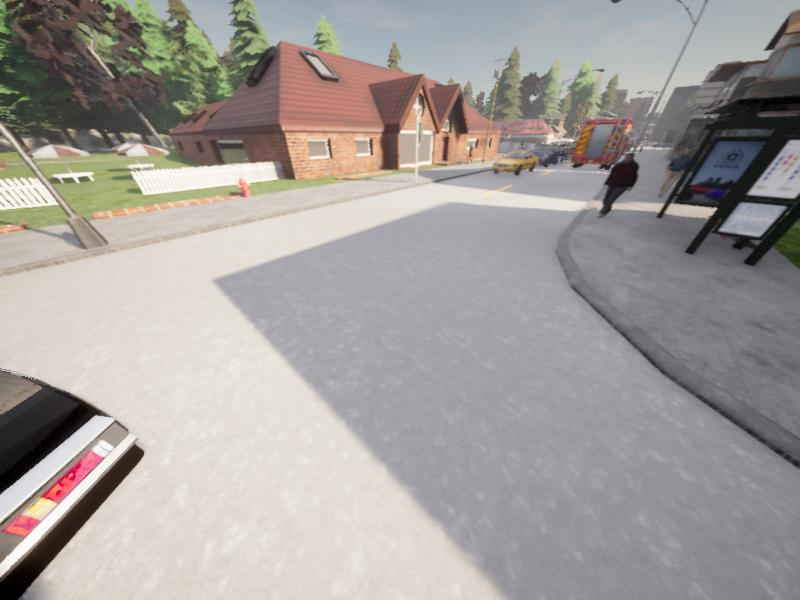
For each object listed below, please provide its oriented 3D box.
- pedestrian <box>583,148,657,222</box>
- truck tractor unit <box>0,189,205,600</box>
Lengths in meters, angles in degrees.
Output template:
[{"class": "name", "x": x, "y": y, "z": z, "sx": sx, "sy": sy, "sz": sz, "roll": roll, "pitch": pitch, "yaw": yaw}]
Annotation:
[{"class": "pedestrian", "x": 6.531, "y": -3.461, "z": 6.957, "sx": 0.751, "sy": 1.860, "sz": 0.751, "roll": -20, "pitch": 40, "yaw": -26}, {"class": "truck tractor unit", "x": -5.361, "y": 0.156, "z": 0.133, "sx": 6.516, "sy": 4.208, "sz": 3.053, "roll": 3, "pitch": 35, "yaw": 4}]
